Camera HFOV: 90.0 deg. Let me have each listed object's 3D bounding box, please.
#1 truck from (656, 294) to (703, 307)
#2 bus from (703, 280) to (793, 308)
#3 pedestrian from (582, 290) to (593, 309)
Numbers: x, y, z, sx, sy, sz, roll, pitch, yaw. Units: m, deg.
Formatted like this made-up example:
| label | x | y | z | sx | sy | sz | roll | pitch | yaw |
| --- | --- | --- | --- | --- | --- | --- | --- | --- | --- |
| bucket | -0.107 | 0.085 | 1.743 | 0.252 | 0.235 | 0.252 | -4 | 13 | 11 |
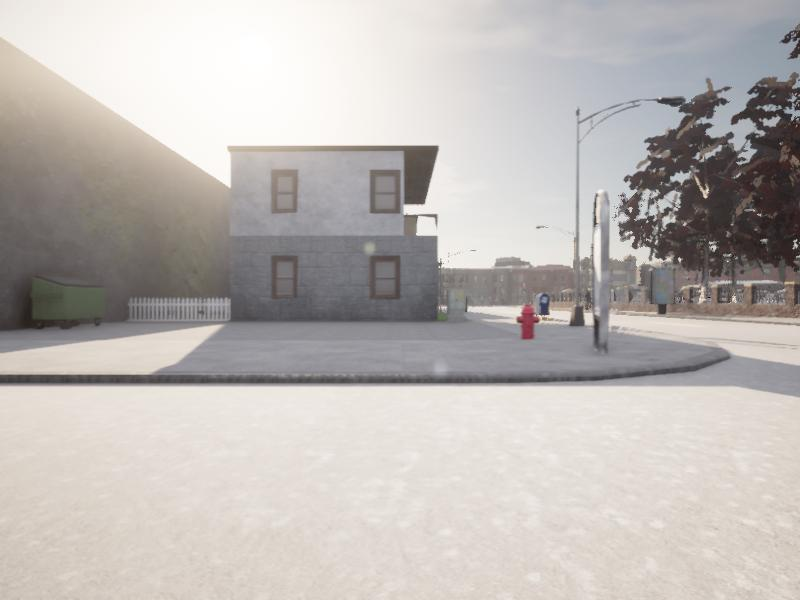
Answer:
| label | x | y | z | sx | sy | sz | roll | pitch | yaw |
| --- | --- | --- | --- | --- | --- | --- | --- | --- | --- |
| truck | 47.604 | 0.079 | 68.187 | 6.274 | 2.098 | 2.390 | 0 | 0 | 0 |
| bus | 54.883 | -0.897 | 63.619 | 10.273 | 4.253 | 3.944 | 0 | 0 | 28 |
| pedestrian | 18.286 | -0.060 | 39.002 | 0.751 | 1.860 | 0.751 | 0 | 0 | 2 |
